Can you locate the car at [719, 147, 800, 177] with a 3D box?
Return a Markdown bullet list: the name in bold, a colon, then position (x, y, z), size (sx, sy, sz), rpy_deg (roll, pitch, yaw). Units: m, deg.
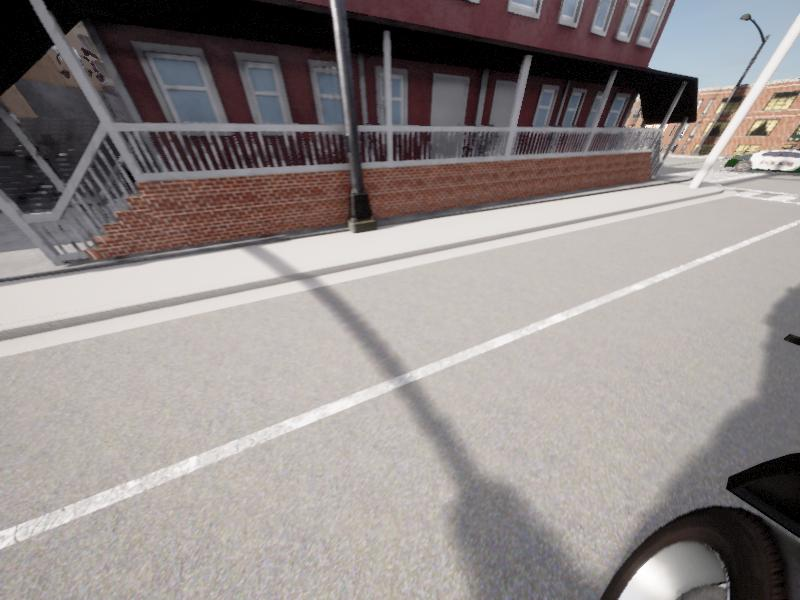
- **car**: position (26.132, -9.362, 15.608), size (2.038, 1.542, 4.974), rpy_deg (-19, 39, -24)
